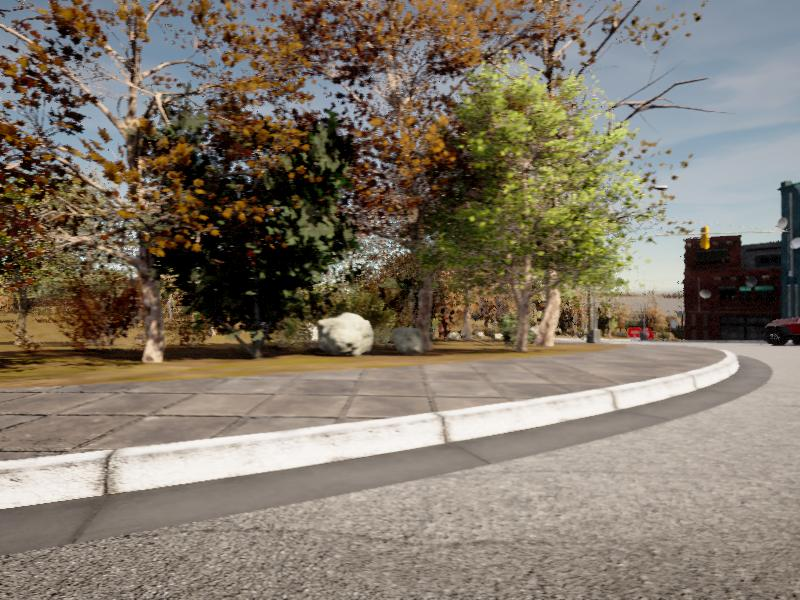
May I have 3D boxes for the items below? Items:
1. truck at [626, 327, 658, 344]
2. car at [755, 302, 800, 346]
[{"bbox_3d":[41.575,6.130,68.744,5.204,2.467,2.627,6,-3,-34],"label":"truck"},{"bbox_3d":[17.976,1.010,16.928,1.905,1.878,3.866,1,-5,-15],"label":"car"}]
